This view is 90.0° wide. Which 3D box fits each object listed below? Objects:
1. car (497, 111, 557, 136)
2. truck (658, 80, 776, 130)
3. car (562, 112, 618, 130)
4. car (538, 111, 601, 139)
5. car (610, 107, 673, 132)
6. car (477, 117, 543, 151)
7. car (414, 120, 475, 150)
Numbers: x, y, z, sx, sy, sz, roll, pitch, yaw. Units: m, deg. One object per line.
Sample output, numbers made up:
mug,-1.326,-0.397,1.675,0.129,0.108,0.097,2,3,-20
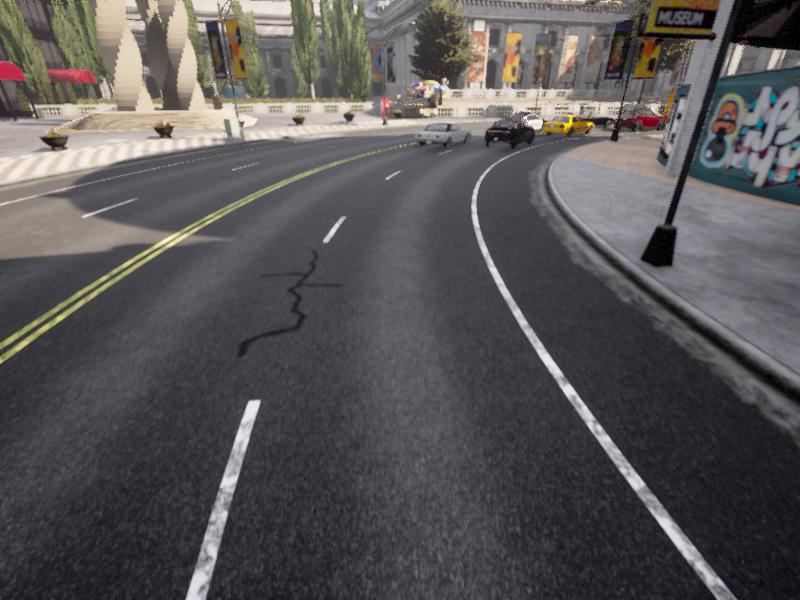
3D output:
car,10.293,-14.353,32.350,4.974,1.542,2.038,-22,35,-36
truck,28.609,-17.711,36.319,8.468,3.827,2.891,-7,28,-14
car,17.387,-16.439,36.611,4.718,1.301,1.895,-14,31,-25
car,12.894,-13.315,30.311,5.366,1.575,1.801,-22,35,-36
car,20.725,-15.550,34.369,4.553,1.767,2.097,-12,30,-22
car,6.854,-10.325,24.653,2.128,1.511,4.902,17,32,30
car,2.834,-10.384,25.000,1.895,1.301,4.718,15,31,27
